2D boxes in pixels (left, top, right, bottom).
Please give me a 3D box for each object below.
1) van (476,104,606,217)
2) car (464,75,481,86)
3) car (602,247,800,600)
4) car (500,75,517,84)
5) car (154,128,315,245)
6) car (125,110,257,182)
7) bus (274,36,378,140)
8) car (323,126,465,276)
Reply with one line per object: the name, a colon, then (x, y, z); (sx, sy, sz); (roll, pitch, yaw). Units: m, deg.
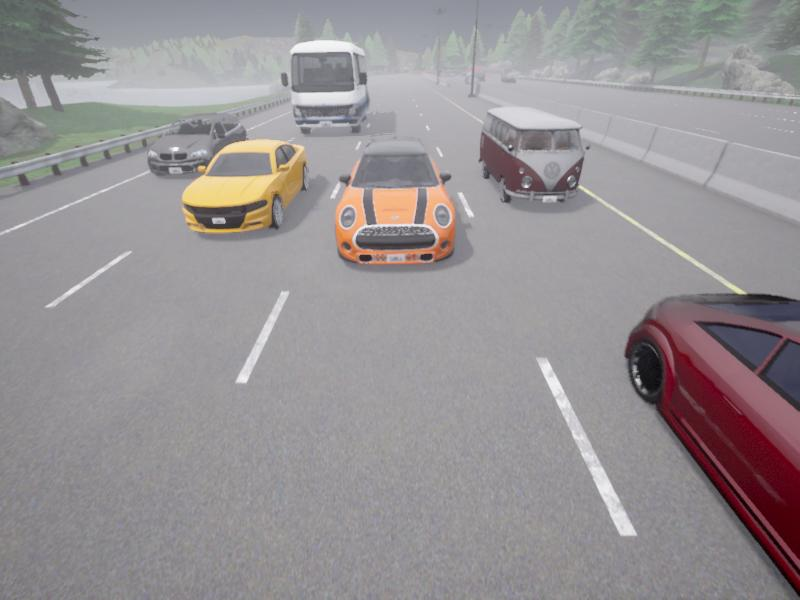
van: (3.394, -3.933, 10.722); (1.775, 1.987, 4.442); (-1, 31, 0)
car: (13.508, -41.223, 74.985); (2.152, 1.651, 5.027); (-1, 30, 0)
car: (3.448, 1.111, 2.693); (1.994, 1.385, 4.181); (-1, 30, 0)
car: (20.504, -41.767, 75.735); (1.895, 1.301, 4.718); (-1, 30, 0)
car: (-3.596, -3.070, 9.921); (1.882, 1.535, 5.008); (-1, 31, 0)
car: (-7.126, -5.687, 14.392); (2.242, 1.667, 4.611); (-1, 30, 0)
bus: (-3.576, -12.387, 23.202); (3.944, 4.253, 10.273); (-1, 30, 0)
car: (-0.089, -2.341, 8.299); (2.097, 1.767, 4.553); (-1, 30, 0)
